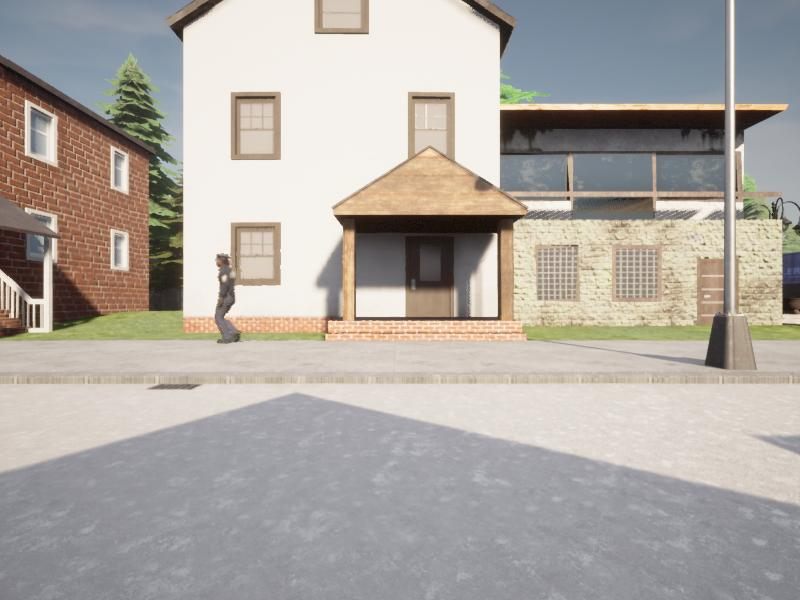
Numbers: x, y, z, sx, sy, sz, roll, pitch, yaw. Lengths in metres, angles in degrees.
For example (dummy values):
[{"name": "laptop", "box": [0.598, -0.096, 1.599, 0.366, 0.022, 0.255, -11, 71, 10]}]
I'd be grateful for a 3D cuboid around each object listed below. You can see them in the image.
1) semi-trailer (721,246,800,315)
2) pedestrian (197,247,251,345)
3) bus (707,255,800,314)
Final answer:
[{"name": "semi-trailer", "box": [26.917, -1.218, 24.658, 2.717, 4.402, 14.254, 0, 0, -1]}, {"name": "pedestrian", "box": [-3.479, -0.067, 7.969, 0.751, 1.860, 0.751, 0, 0, 0]}, {"name": "bus", "box": [30.882, -1.135, 32.591, 3.944, 4.253, 10.273, 0, 0, 0]}]
